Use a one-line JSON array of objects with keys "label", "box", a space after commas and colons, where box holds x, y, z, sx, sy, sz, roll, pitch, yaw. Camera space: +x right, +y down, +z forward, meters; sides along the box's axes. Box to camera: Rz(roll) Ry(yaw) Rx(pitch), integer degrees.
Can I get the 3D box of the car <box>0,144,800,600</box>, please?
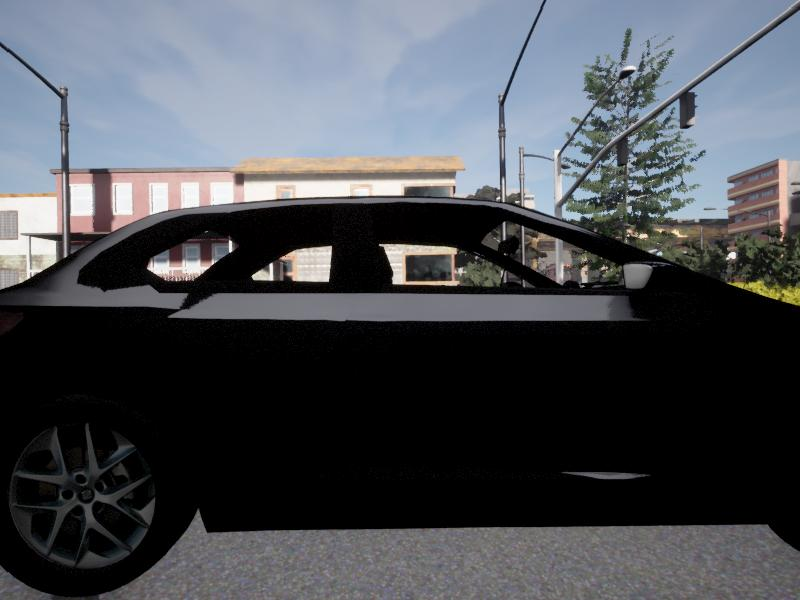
[{"label": "car", "box": [0.342, 0.254, 2.184, 4.193, 1.474, 1.816, 0, 0, -1]}]
